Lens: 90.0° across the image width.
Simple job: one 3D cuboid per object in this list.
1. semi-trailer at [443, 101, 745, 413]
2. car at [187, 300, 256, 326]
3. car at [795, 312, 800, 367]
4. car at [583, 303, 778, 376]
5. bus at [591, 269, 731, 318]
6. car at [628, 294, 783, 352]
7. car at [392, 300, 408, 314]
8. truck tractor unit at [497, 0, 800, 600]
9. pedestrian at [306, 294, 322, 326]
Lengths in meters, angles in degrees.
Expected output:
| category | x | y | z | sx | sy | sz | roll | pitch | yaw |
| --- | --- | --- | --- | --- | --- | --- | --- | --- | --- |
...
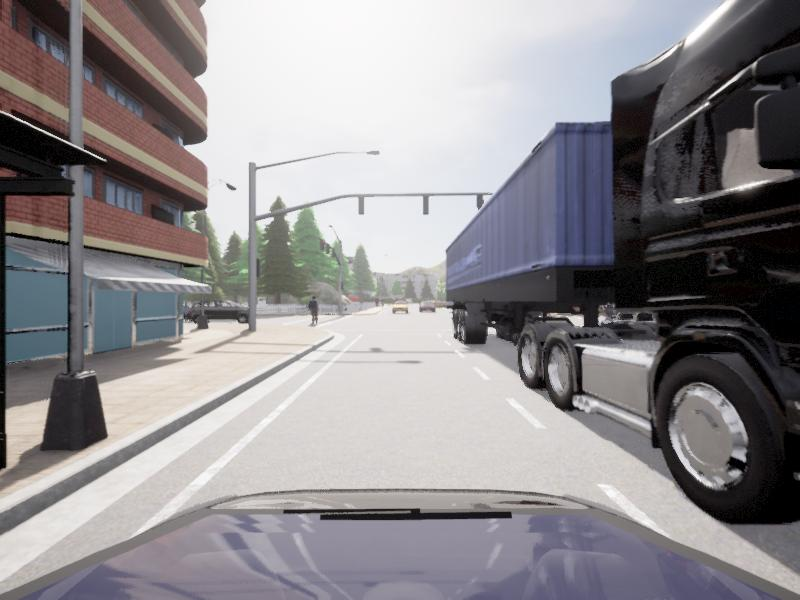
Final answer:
| category | x | y | z | sx | sy | sz | roll | pitch | yaw |
| --- | --- | --- | --- | --- | --- | --- | --- | --- | --- |
| semi-trailer | 3.503 | -0.620 | 12.773 | 2.717 | 4.402 | 14.254 | 0 | 0 | 0 |
| car | -11.142 | 0.754 | 25.260 | 3.705 | 1.549 | 1.789 | 0 | 0 | -12 |
| car | 10.506 | 0.942 | 7.328 | 1.895 | 1.301 | 4.718 | 0 | 0 | 0 |
| car | 7.005 | 0.842 | 10.841 | 1.837 | 1.490 | 4.892 | 0 | 0 | 0 |
| bus | 23.630 | -0.597 | 36.755 | 10.273 | 4.253 | 3.944 | 0 | 0 | 0 |
| car | 10.509 | 0.691 | 14.331 | 2.097 | 1.767 | 4.553 | 0 | 0 | 0 |
| car | 0.070 | 0.792 | 47.690 | 1.801 | 1.575 | 5.366 | 0 | 0 | 2 |
| truck tractor unit | 3.506 | -0.514 | 4.858 | 3.053 | 4.208 | 6.516 | 0 | 0 | 0 |
| pedestrian | -5.140 | 0.577 | 23.998 | 0.751 | 1.860 | 0.751 | 0 | 0 | 4 |
